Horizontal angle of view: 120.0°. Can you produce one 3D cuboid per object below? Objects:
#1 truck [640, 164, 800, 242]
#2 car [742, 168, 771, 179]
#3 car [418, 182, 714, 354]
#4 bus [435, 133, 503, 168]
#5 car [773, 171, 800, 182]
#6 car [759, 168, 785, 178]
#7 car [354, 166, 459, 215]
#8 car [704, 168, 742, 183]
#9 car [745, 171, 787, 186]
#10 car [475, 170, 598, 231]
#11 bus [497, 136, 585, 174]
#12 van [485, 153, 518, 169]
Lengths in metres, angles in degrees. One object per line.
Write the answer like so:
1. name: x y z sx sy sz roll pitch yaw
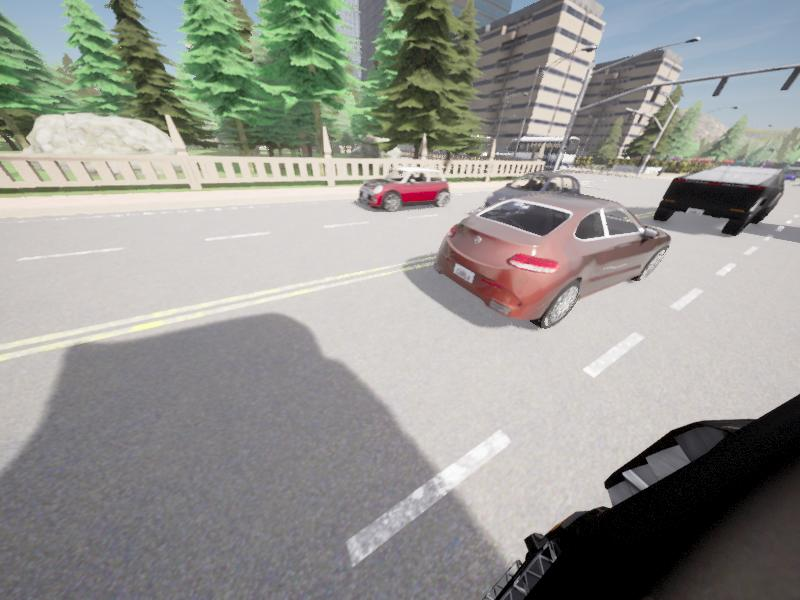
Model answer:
1. truck: 13.168 -4.184 9.364 6.274 2.098 2.390 -16 38 -26
2. car: 66.962 -23.720 43.383 4.974 1.542 2.038 -16 38 -26
3. car: 3.101 -1.130 4.422 5.027 1.651 2.152 -16 38 -26
4. bus: 10.910 -24.827 38.332 3.944 4.253 10.273 -17 38 -27
5. car: 69.361 -22.109 41.266 4.514 1.525 2.007 -16 38 -26
6. car: 82.090 -28.037 50.999 4.856 1.649 2.033 -16 38 -26
7. car: 0.254 -4.733 9.760 3.806 1.475 1.970 -16 38 -26
8. car: 45.582 -17.623 32.615 4.514 1.525 2.007 -16 38 -26
9. car: 49.338 -16.454 31.143 4.974 1.542 2.038 -16 38 -26
10. car: 5.157 -3.944 8.832 3.988 1.617 1.851 -16 38 -26
11. bus: 20.941 -22.438 35.507 3.944 4.253 10.273 -16 38 -26
12. van: 16.178 -22.372 37.089 1.775 1.987 4.442 -16 38 -26
